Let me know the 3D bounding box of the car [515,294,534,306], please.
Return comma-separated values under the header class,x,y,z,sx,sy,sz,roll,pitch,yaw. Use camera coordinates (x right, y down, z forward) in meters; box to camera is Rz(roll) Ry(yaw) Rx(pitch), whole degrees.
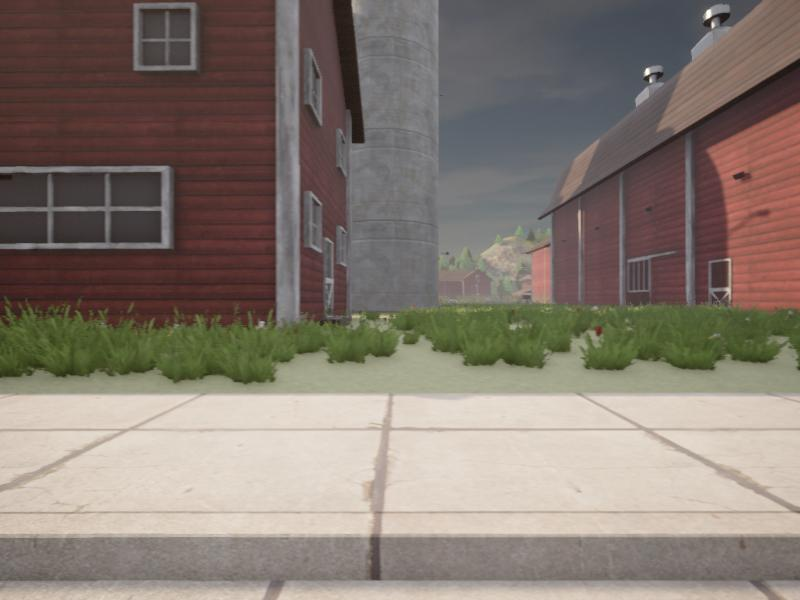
class,x,y,z,sx,sy,sz,roll,pitch,yaw
car,20.396,0.056,65.648,1.905,1.878,3.866,0,0,1
